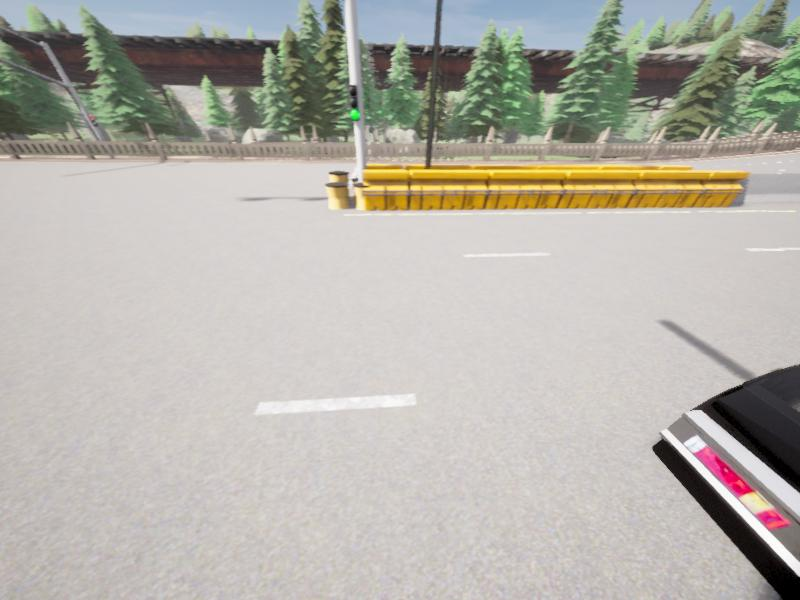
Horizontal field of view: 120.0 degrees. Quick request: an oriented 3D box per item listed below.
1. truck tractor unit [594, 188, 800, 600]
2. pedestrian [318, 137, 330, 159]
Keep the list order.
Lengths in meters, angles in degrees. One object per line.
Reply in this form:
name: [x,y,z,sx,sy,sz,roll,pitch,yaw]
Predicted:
truck tractor unit: [5.365,0.162,0.133,6.516,4.208,3.053,-3,35,-4]
pedestrian: [-7.762,-15.605,23.774,0.751,1.860,0.751,-2,36,-3]
